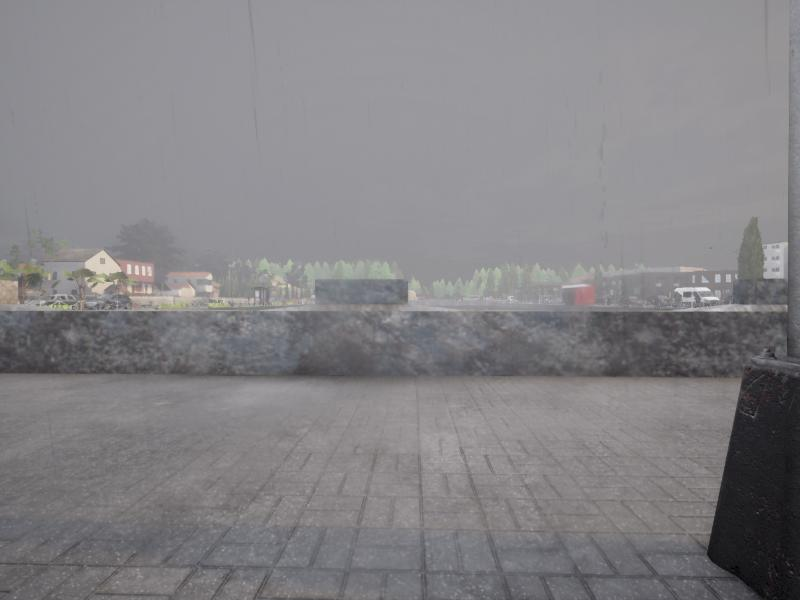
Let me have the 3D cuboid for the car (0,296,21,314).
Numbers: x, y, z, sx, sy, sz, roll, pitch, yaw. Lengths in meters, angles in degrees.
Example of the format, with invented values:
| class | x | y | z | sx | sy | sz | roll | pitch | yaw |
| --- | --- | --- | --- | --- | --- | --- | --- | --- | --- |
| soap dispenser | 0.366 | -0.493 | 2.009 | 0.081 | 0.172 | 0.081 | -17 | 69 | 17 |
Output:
| class | x | y | z | sx | sy | sz | roll | pitch | yaw |
| --- | --- | --- | --- | --- | --- | --- | --- | --- | --- |
| car | -29.630 | 0.344 | 27.856 | 1.895 | 1.301 | 4.718 | 0 | 0 | 2 |

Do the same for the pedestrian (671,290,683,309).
| class | x | y | z | sx | sy | sz | roll | pitch | yaw |
| --- | --- | --- | --- | --- | --- | --- | --- | --- | --- |
| pedestrian | 28.434 | -0.053 | 41.023 | 0.751 | 1.860 | 0.751 | 0 | 0 | 2 |

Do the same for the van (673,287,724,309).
| class | x | y | z | sx | sy | sz | roll | pitch | yaw |
| --- | --- | --- | --- | --- | --- | --- | --- | --- | --- |
| van | 36.850 | -0.278 | 49.652 | 1.988 | 2.561 | 5.915 | 0 | 0 | 2 |

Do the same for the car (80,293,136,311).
| class | x | y | z | sx | sy | sz | roll | pitch | yaw |
| --- | --- | --- | --- | --- | --- | --- | --- | --- | --- |
| car | -29.211 | 0.178 | 40.270 | 2.033 | 1.649 | 4.856 | 0 | 0 | 2 |

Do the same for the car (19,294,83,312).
| class | x | y | z | sx | sy | sz | roll | pitch | yaw |
| --- | --- | --- | --- | --- | --- | --- | --- | --- | --- |
| car | -29.422 | 0.253 | 33.891 | 1.970 | 1.475 | 3.806 | 0 | 0 | 2 |

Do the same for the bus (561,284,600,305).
| class | x | y | z | sx | sy | sz | roll | pitch | yaw |
| --- | --- | --- | --- | --- | --- | --- | --- | --- | --- |
| bus | 38.169 | -1.139 | 85.330 | 3.944 | 4.253 | 10.273 | 0 | 0 | 2 |

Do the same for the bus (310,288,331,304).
| class | x | y | z | sx | sy | sz | roll | pitch | yaw |
| --- | --- | --- | --- | --- | --- | --- | --- | --- | --- |
| bus | -22.789 | -1.139 | 115.395 | 3.944 | 4.253 | 10.273 | 0 | 0 | 2 |

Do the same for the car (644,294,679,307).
| class | x | y | z | sx | sy | sz | roll | pitch | yaw |
| --- | --- | --- | --- | --- | --- | --- | --- | --- | --- |
| car | 37.100 | 0.094 | 56.978 | 2.097 | 1.767 | 4.553 | 0 | 0 | 2 |

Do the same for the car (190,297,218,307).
| class | x | y | z | sx | sy | sz | roll | pitch | yaw |
| --- | --- | --- | --- | --- | --- | --- | --- | --- | --- |
| car | -28.595 | 0.307 | 58.472 | 1.994 | 1.385 | 4.181 | 0 | 0 | 2 |

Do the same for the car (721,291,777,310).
| class | x | y | z | sx | sy | sz | roll | pitch | yaw |
| --- | --- | --- | --- | --- | --- | --- | --- | --- | --- |
| car | 36.603 | 0.052 | 42.120 | 1.932 | 1.855 | 4.605 | 0 | 0 | 2 |

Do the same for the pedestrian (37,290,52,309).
| class | x | y | z | sx | sy | sz | roll | pitch | yaw |
| --- | --- | --- | --- | --- | --- | --- | --- | --- | --- |
| pedestrian | -34.380 | -0.067 | 38.693 | 0.751 | 1.860 | 0.751 | 0 | 0 | 1 |

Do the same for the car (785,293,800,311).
| class | x | y | z | sx | sy | sz | roll | pitch | yaw |
| --- | --- | --- | --- | --- | --- | --- | --- | --- | --- |
| car | 36.340 | 0.201 | 34.239 | 1.801 | 1.575 | 5.366 | 0 | 0 | 2 |
